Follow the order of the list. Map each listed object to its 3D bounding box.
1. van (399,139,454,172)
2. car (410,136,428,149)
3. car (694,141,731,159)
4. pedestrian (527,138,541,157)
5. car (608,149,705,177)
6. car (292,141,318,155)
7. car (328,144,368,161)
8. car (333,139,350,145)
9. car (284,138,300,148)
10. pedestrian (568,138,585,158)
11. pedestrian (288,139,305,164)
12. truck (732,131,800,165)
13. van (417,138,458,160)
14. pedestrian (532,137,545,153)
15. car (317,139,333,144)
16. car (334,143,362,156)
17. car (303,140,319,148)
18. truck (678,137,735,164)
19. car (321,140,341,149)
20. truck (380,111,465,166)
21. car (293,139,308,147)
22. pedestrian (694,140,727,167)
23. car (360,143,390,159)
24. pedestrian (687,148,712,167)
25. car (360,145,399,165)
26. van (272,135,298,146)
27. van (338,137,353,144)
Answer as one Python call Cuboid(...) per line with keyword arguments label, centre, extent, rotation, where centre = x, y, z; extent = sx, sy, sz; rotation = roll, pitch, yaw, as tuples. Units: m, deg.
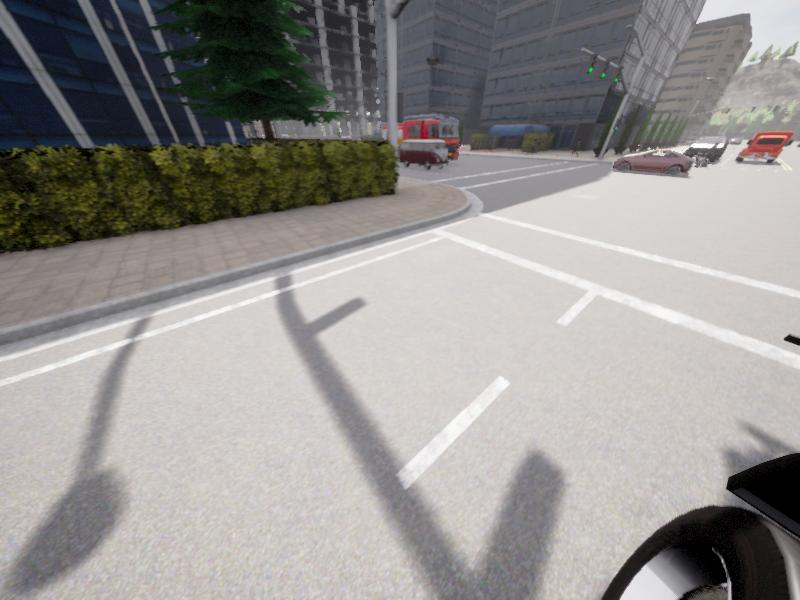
Cuboid(label="van", centre=(1.972, -11.833, 18.788), extent=(1.775, 1.987, 4.442), rotation=(-26, 43, -31))
Cuboid(label="car", centre=(3.738, -32.327, 47.252), extent=(2.390, 2.098, 6.274), rotation=(-5, 36, -7))
Cuboid(label="car", centre=(37.364, -17.953, 27.602), extent=(5.366, 1.575, 1.801), rotation=(-25, 42, -30))
Cuboid(label="pedestrian", centre=(15.964, -18.264, 27.578), extent=(0.751, 1.860, 0.751), rotation=(27, 43, 32))
Cuboid(label="car", centre=(18.048, -9.852, 16.473), extent=(1.994, 1.385, 4.181), rotation=(-26, 43, -31))
Cuboid(label="car", centre=(-14.611, -23.327, 35.399), extent=(1.882, 1.535, 5.008), rotation=(-26, 43, -31))
Cuboid(label="car", centre=(-6.121, -17.288, 27.001), extent=(2.033, 1.411, 5.357), rotation=(-26, 43, -31))
Cuboid(label="car", centre=(-20.142, -54.311, 79.147), extent=(5.027, 1.651, 2.152), rotation=(-25, 42, -31))
Cuboid(label="car", centre=(-25.861, -37.782, 55.463), extent=(1.905, 1.878, 3.866), rotation=(-26, 43, -31))
Cuboid(label="pedestrian", centre=(19.657, -16.962, 25.733), extent=(0.751, 1.860, 0.751), rotation=(-25, 43, -31))
Cuboid(label="pedestrian", centre=(-9.204, -13.169, 20.514), extent=(0.751, 1.860, 0.751), rotation=(-26, 43, -31))
Cuboid(label="truck", centre=(35.717, -14.973, 22.651), extent=(5.204, 2.467, 2.627), rotation=(-25, 42, -31))
Cuboid(label="van", centre=(4.319, -17.985, 27.428), extent=(4.442, 1.987, 1.775), rotation=(26, 43, 31))
Cuboid(label="pedestrian", centre=(19.485, -21.826, 32.564), extent=(0.751, 1.860, 0.751), rotation=(-9, 36, -12))
Cuboid(label="car", centre=(-25.554, -54.357, 79.262), extent=(4.718, 1.301, 1.895), rotation=(-25, 42, -31))
Cuboid(label="car", centre=(-7.445, -21.403, 32.812), extent=(1.994, 1.385, 4.181), rotation=(-26, 43, -31))
Cuboid(label="car", centre=(-21.508, -37.749, 55.753), extent=(1.970, 1.475, 3.806), rotation=(-26, 43, -31))
Cuboid(label="truck", centre=(31.224, -15.332, 23.494), extent=(6.274, 2.098, 2.390), rotation=(-25, 42, -30))
Cuboid(label="car", centre=(-14.695, -32.951, 48.969), extent=(1.837, 1.490, 4.892), rotation=(-25, 43, -31))
Cuboid(label="truck", centre=(1.763, -15.919, 22.947), extent=(2.891, 3.827, 8.468), rotation=(-26, 43, -31))
Cuboid(label="car", centre=(-25.878, -40.845, 60.071), extent=(1.882, 1.535, 5.008), rotation=(-26, 42, -31))
Cuboid(label="pedestrian", centre=(26.535, -12.552, 19.768), extent=(0.751, 1.860, 0.751), rotation=(-17, 39, -22))
Cuboid(label="car", centre=(-3.032, -18.367, 28.387), extent=(1.845, 1.501, 3.633), rotation=(-26, 43, -31))
Cuboid(label="pedestrian", centre=(25.298, -12.024, 19.515), extent=(0.751, 1.300, 0.751), rotation=(-26, 43, -32))
Cuboid(label="car", centre=(-2.022, -14.439, 22.907), extent=(1.970, 1.475, 3.806), rotation=(-25, 43, -31))
Cuboid(label="van", centre=(-33.123, -46.083, 66.561), extent=(5.915, 2.561, 1.988), rotation=(-25, 42, -31))
Cuboid(label="van", centre=(-19.517, -57.500, 83.029), extent=(4.480, 2.038, 2.069), rotation=(-25, 42, -31))
